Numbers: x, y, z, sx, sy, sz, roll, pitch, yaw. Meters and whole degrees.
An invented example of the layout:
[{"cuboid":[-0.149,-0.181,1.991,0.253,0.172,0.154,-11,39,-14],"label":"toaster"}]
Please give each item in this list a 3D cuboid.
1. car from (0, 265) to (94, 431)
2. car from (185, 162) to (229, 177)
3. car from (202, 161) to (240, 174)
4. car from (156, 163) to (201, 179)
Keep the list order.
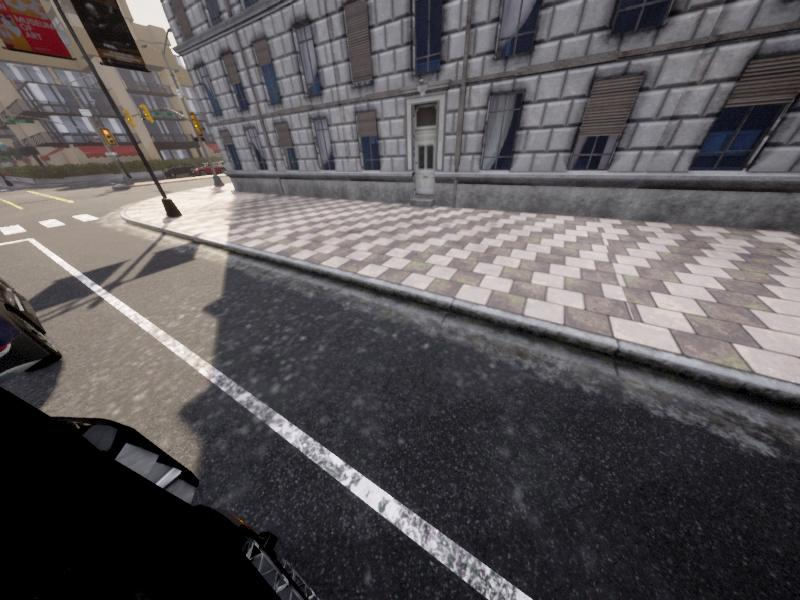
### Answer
[{"cuboid":[-6.308,0.210,2.644,4.856,1.649,2.033,16,38,26],"label":"car"},{"cuboid":[-25.913,-17.654,31.192,1.970,1.475,3.806,16,38,26],"label":"car"},{"cuboid":[-27.188,-20.253,35.204,1.970,1.475,3.806,16,38,26],"label":"car"},{"cuboid":[-29.908,-17.588,31.330,1.789,1.549,3.705,16,38,26],"label":"car"}]
